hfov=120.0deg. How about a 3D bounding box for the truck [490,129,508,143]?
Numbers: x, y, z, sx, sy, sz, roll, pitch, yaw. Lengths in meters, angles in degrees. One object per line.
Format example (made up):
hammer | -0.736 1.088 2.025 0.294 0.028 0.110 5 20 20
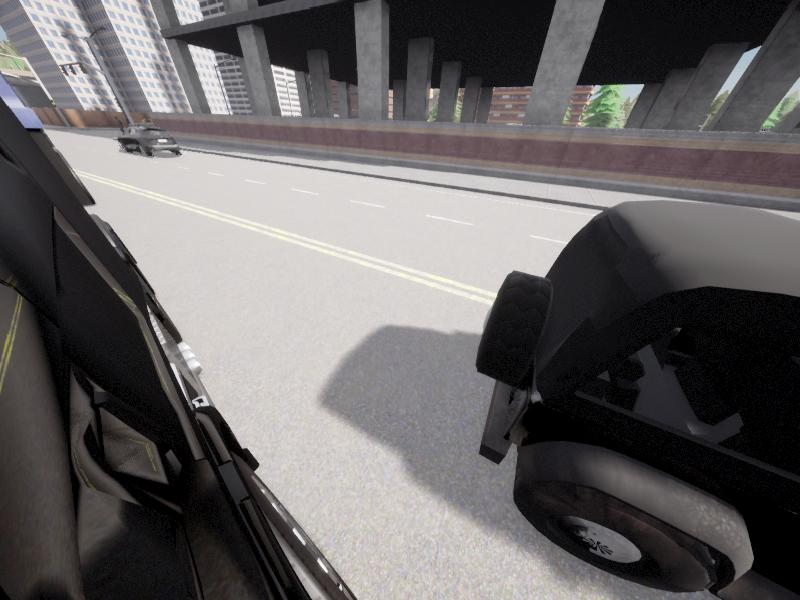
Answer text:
truck | 23.517 -38.787 54.719 2.615 2.467 5.204 20 40 21

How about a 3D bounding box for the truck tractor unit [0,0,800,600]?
truck tractor unit | -2.645 -0.295 0.351 6.516 4.208 3.053 28 44 30

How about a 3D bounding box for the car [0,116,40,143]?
car | -33.079 -14.232 19.232 5.238 1.638 1.930 20 40 21

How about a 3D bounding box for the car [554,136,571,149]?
car | 29.378 -28.519 41.782 1.905 1.878 3.866 20 40 21

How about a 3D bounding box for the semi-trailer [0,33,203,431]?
semi-trailer | -8.770 -3.555 4.157 14.254 4.402 2.717 27 43 29

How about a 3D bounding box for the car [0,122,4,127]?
car | -63.152 -27.372 34.892 4.611 1.667 2.242 20 40 21

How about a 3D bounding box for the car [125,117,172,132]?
car | -41.672 -29.144 38.450 1.932 1.855 4.605 21 41 23

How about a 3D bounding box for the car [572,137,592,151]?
car | 31.954 -27.594 40.706 1.905 1.878 3.866 20 40 21

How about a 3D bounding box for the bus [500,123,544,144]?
bus | 35.130 -48.130 66.729 10.273 4.253 3.944 20 40 22

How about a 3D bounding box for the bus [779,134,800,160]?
bus | 85.851 -29.858 45.480 10.273 4.253 3.944 20 40 22

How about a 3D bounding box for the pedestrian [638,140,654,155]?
pedestrian | 36.755 -22.796 34.542 0.751 1.860 0.751 20 40 22

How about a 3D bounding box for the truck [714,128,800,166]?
truck | 48.831 -21.134 31.735 2.891 3.827 8.468 20 40 21

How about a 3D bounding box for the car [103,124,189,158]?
car | -17.477 -11.040 15.957 4.856 1.649 2.033 20 40 21

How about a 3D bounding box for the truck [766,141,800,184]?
truck | 30.285 -9.468 16.078 2.627 2.467 5.204 20 40 21

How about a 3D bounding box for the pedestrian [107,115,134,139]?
pedestrian | -28.821 -17.832 23.841 0.751 1.860 0.751 -6 38 -12

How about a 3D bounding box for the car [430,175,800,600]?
car | 2.425 0.734 1.237 3.866 1.878 1.905 20 40 21

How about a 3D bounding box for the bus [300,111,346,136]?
bus | -17.992 -42.070 55.263 3.944 4.253 10.273 20 40 22
